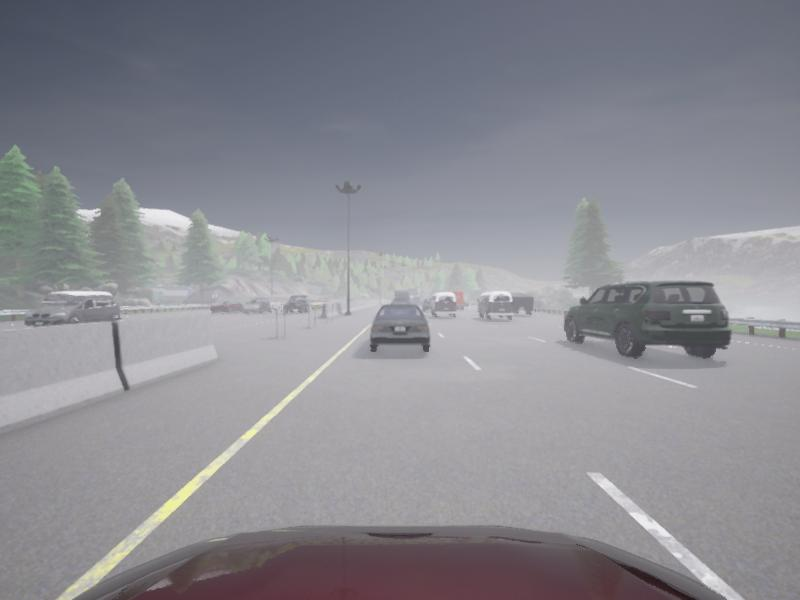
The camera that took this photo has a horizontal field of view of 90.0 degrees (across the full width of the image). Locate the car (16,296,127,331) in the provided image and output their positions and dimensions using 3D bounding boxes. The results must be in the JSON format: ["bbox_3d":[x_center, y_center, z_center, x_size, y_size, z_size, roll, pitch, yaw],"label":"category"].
[{"bbox_3d":[-17.491,0.639,21.683,2.242,1.667,4.611,0,0,0],"label":"car"}]

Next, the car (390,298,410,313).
[{"bbox_3d":[0.001,0.591,43.212,2.038,1.542,4.974,0,0,0],"label":"car"}]

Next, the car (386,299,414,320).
[{"bbox_3d":[0.000,0.662,30.767,2.038,1.542,4.974,0,0,0],"label":"car"}]

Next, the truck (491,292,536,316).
[{"bbox_3d":[10.499,0.341,37.551,2.390,2.098,6.274,0,0,0],"label":"truck"}]

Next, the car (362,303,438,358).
[{"bbox_3d":[0.003,0.823,13.331,2.033,1.411,5.357,0,0,0],"label":"car"}]

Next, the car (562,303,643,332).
[{"bbox_3d":[10.500,0.830,21.224,1.895,1.301,4.718,0,0,0],"label":"car"}]

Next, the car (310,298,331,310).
[{"bbox_3d":[-10.502,0.516,53.145,1.801,1.575,5.366,0,0,0],"label":"car"}]

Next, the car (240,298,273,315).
[{"bbox_3d":[-14.003,0.578,39.259,1.851,1.617,3.988,0,0,0],"label":"car"}]

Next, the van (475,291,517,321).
[{"bbox_3d":[7.000,0.412,29.610,2.069,2.038,4.480,0,0,0],"label":"van"}]

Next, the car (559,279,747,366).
[{"bbox_3d":[7.001,0.504,12.097,2.150,2.045,5.566,0,0,0],"label":"car"}]

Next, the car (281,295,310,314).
[{"bbox_3d":[-10.503,0.429,40.507,1.905,1.878,3.866,0,0,0],"label":"car"}]

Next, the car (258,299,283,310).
[{"bbox_3d":[-17.502,0.579,54.218,1.812,1.442,4.674,0,0,0],"label":"car"}]

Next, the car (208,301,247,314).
[{"bbox_3d":[-17.501,0.725,40.780,1.895,1.301,4.718,0,0,0],"label":"car"}]

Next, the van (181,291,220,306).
[{"bbox_3d":[-34.827,-0.270,69.980,5.915,2.561,1.988,0,0,0],"label":"van"}]

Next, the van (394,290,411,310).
[{"bbox_3d":[0.235,0.029,54.758,1.988,2.561,5.915,0,0,-3],"label":"van"}]

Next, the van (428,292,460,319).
[{"bbox_3d":[3.561,0.396,33.131,2.069,2.038,4.480,0,1,-1],"label":"van"}]

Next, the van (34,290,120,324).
[{"bbox_3d":[-20.998,0.432,26.324,2.069,2.038,4.480,0,0,0],"label":"van"}]
